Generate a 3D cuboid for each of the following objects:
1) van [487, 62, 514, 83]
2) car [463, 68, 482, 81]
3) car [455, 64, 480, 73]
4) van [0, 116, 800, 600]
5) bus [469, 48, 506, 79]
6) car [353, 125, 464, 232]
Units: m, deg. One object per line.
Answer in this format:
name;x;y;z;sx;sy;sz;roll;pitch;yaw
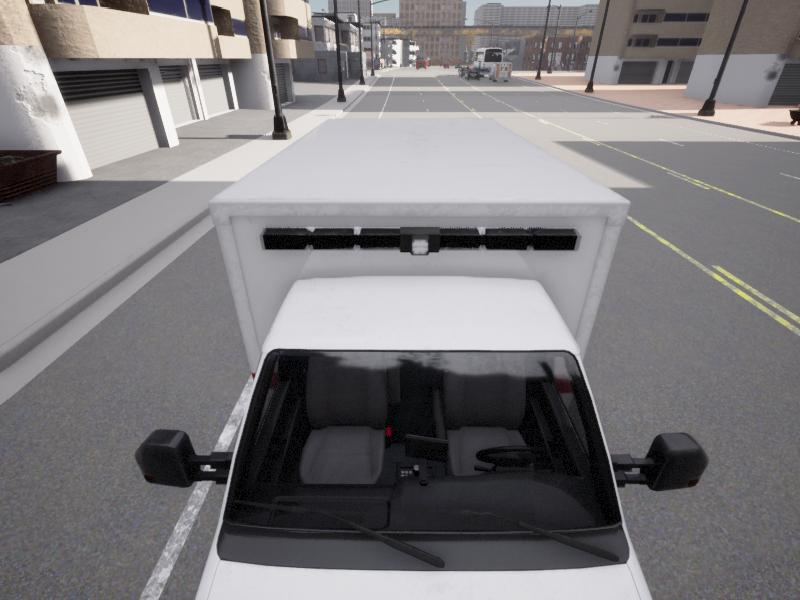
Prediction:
van;14.705;-33.725;59.162;2.351;2.431;6.366;0;32;0
car;11.232;-35.003;62.116;2.128;1.511;4.902;0;32;0
car;14.365;-49.169;84.988;4.611;1.667;2.242;-8;32;-13
van;0.108;0.012;3.605;2.351;2.431;6.366;0;30;0
bus;14.681;-40.328;67.955;3.944;4.253;10.273;0;32;0
car;0.184;-3.330;10.225;2.128;1.511;4.902;0;30;0
